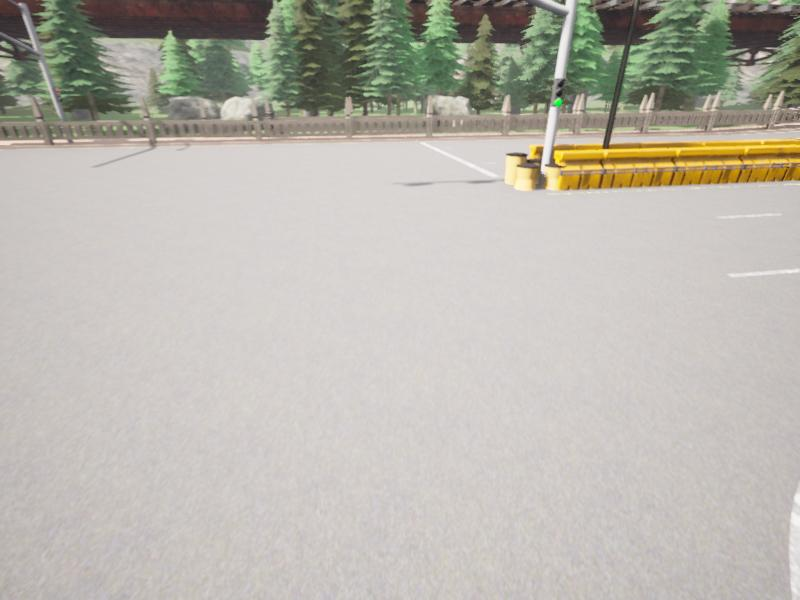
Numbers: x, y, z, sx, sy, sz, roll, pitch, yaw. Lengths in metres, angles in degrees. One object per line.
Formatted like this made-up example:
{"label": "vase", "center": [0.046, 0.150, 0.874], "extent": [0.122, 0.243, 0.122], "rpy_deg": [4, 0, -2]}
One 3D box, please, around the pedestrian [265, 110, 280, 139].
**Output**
{"label": "pedestrian", "center": [-9.420, -12.968, 29.559], "extent": [0.751, 1.860, 0.751], "rpy_deg": [-4, 27, -8]}
